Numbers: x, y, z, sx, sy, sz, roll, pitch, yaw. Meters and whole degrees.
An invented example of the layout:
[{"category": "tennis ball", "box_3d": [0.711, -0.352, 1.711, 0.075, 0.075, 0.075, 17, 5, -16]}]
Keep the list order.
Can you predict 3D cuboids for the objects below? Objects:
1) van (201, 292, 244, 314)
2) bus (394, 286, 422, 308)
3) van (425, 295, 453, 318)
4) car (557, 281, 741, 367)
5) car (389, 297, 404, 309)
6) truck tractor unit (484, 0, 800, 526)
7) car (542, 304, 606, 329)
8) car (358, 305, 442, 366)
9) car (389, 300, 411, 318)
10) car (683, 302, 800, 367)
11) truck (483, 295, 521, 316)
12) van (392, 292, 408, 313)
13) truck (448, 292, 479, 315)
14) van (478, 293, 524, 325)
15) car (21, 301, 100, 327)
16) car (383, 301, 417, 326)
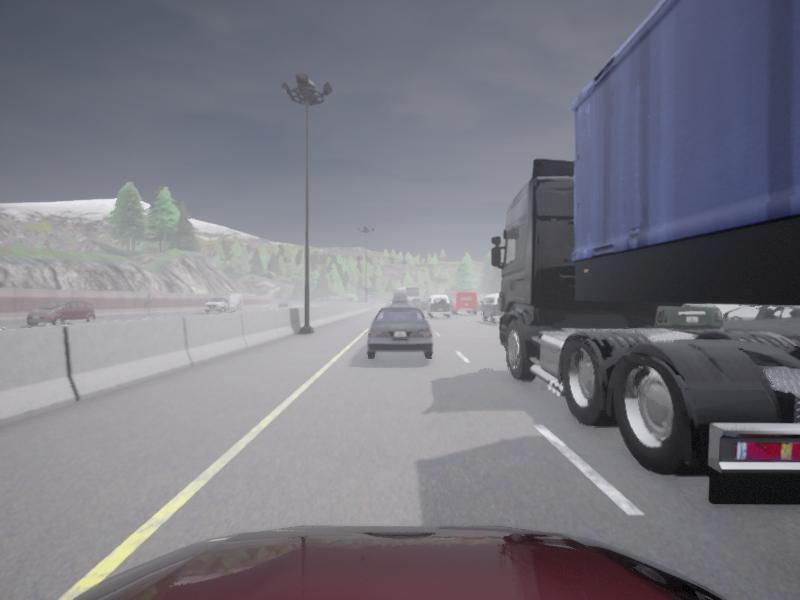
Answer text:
[{"category": "van", "box_3d": [-21.001, 0.373, 47.782, 2.351, 2.431, 6.366, 0, 0, 0]}, {"category": "bus", "box_3d": [1.439, -0.547, 82.375, 3.944, 4.253, 10.273, 0, 0, -10]}, {"category": "van", "box_3d": [3.503, 0.567, 36.799, 2.069, 2.038, 4.480, 0, 0, 0]}, {"category": "car", "box_3d": [7.004, 0.566, 12.277, 2.150, 2.045, 5.566, 0, 0, 0]}, {"category": "car", "box_3d": [-0.641, 0.562, 71.481, 2.150, 2.045, 5.566, 0, 0, -6]}, {"category": "truck tractor unit", "box_3d": [3.504, -0.521, 6.070, 3.053, 4.208, 6.516, 0, 0, 0]}, {"category": "car", "box_3d": [10.502, 0.941, 24.561, 1.895, 1.301, 4.718, 0, 0, 0]}, {"category": "car", "box_3d": [0.003, 0.893, 12.368, 2.033, 1.411, 5.357, 0, 0, 0]}, {"category": "car", "box_3d": [0.004, 0.823, 38.938, 2.038, 1.542, 4.974, 0, 0, 0]}, {"category": "car", "box_3d": [10.501, 0.826, 11.168, 2.007, 1.525, 4.514, 0, 0, 0]}, {"category": "truck", "box_3d": [10.504, 0.538, 41.789, 2.390, 2.098, 6.274, 0, 0, 0]}, {"category": "van", "box_3d": [0.010, 0.316, 51.152, 1.988, 2.561, 5.915, 0, 0, 0]}, {"category": "truck", "box_3d": [7.004, 0.353, 44.538, 2.627, 2.467, 5.204, 0, 0, 0]}, {"category": "van", "box_3d": [7.002, 0.569, 28.213, 2.069, 2.038, 4.480, 0, 0, 0]}, {"category": "car", "box_3d": [-20.998, 0.812, 24.936, 1.789, 1.549, 3.705, 0, 0, 0]}, {"category": "car", "box_3d": [0.003, 0.823, 26.628, 2.038, 1.542, 4.974, 0, 0, 0]}]
